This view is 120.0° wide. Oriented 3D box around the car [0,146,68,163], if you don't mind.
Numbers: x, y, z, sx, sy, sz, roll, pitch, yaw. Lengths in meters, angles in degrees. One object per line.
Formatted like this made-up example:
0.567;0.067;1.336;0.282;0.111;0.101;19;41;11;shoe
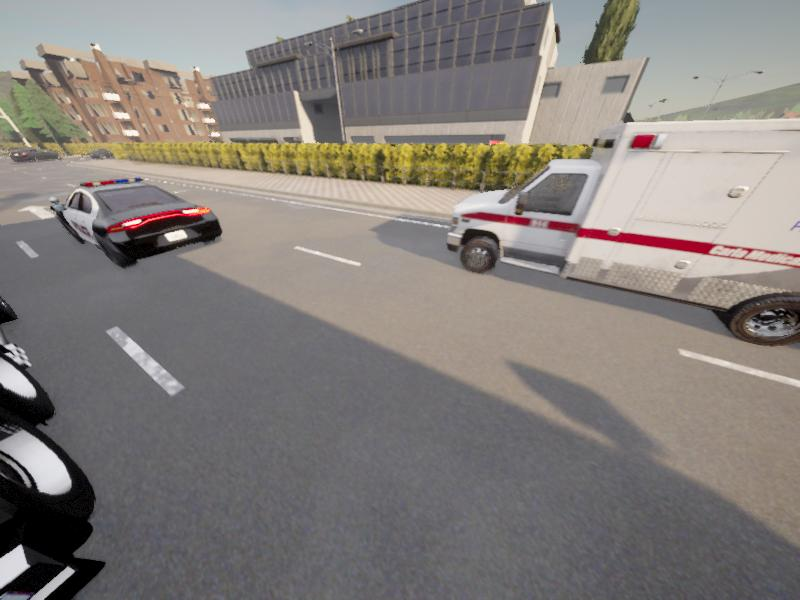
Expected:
-49.906;-19.992;31.689;2.242;1.667;4.611;-6;35;-7;car

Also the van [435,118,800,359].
4.079;-1.333;3.758;6.366;2.431;2.351;18;39;24;van

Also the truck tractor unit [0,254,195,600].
-5.093;-0.318;0.800;6.516;4.208;3.053;19;39;25;truck tractor unit

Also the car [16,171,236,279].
-6.974;-2.235;5.925;4.974;1.542;2.038;18;39;25;car
